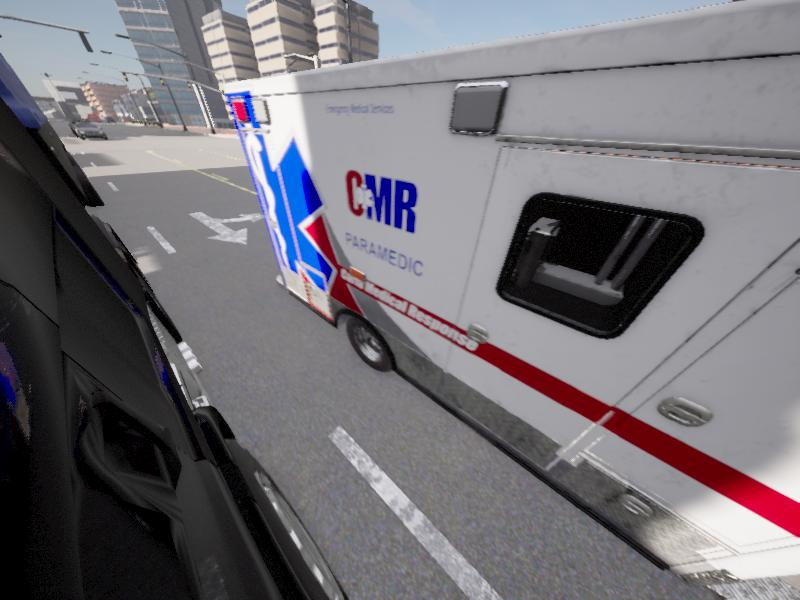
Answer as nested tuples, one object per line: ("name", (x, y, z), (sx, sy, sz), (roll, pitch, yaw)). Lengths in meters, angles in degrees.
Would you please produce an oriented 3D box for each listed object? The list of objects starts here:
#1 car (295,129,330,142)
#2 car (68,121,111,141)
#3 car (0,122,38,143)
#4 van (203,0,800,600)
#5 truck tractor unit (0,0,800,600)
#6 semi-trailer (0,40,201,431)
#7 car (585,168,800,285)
("car", (-14.767, -28.030, 39.304), (1.930, 1.638, 5.238), (28, 43, 30))
("car", (-33.794, -18.403, 25.124), (4.974, 1.542, 2.038), (28, 43, 30))
("car", (-34.444, -13.959, 19.203), (4.181, 1.385, 1.994), (-24, 44, -31))
("van", (1.428, -0.118, 1.885), (6.366, 2.431, 2.351), (28, 43, 30))
("truck tractor unit", (-2.645, -0.295, 0.351), (6.516, 4.208, 3.053), (28, 44, 30))
("semi-trailer", (-8.698, -3.589, 4.250), (14.254, 4.402, 2.717), (28, 43, 30))
("car", (7.700, -1.786, 5.299), (5.008, 1.535, 1.882), (29, 44, 31))
